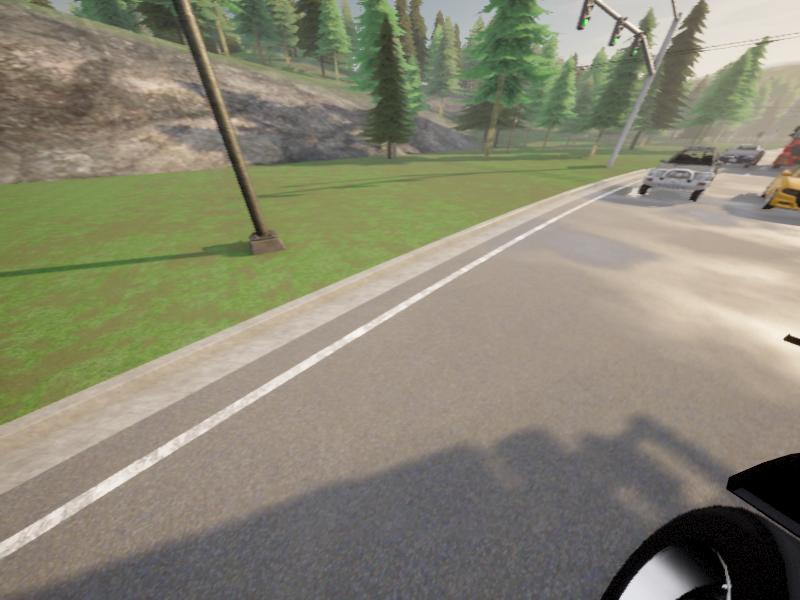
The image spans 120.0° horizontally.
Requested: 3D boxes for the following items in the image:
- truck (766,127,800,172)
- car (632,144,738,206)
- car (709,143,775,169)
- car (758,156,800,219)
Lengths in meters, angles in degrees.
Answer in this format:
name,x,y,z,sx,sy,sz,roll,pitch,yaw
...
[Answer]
name,x,y,z,sx,sy,sz,roll,pitch,yaw
truck,33.931,-12.637,18.333,8.468,3.827,2.891,-19,40,-25
car,12.735,-5.757,10.309,4.605,1.855,1.932,-26,43,-31
car,30.311,-12.842,20.485,5.027,1.651,2.152,-20,40,-25
car,15.303,-4.182,8.428,5.008,1.535,1.882,-25,43,-31
